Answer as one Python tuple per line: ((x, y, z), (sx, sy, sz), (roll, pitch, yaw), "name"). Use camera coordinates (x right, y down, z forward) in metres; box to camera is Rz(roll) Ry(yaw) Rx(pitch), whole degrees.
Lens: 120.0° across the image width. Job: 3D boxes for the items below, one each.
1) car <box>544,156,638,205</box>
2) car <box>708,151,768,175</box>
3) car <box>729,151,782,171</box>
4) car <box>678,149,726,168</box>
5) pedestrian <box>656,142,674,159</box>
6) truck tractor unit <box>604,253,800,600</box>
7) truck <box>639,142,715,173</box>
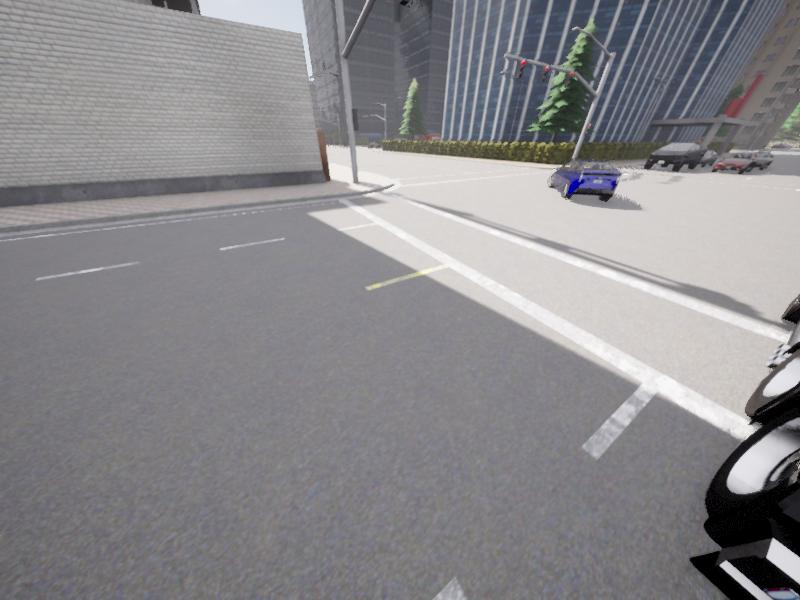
((9.000, -6.108, 11.501), (2.007, 1.525, 4.514), (10, 36, 13), "car")
((28.778, -11.714, 19.686), (4.193, 1.474, 1.816), (-18, 39, -25), "car")
((34.813, -13.677, 22.638), (4.181, 1.385, 1.994), (-19, 39, -25), "car")
((32.242, -15.176, 24.690), (4.674, 1.442, 1.812), (-18, 39, -25), "car")
((36.483, -20.583, 31.783), (0.751, 1.860, 0.751), (-17, 39, -23), "pedestrian")
((5.098, -0.311, 0.818), (6.516, 4.208, 3.053), (-19, 39, -25), "truck tractor unit")
((25.460, -13.196, 21.229), (6.274, 2.098, 2.390), (-18, 39, -25), "truck")
